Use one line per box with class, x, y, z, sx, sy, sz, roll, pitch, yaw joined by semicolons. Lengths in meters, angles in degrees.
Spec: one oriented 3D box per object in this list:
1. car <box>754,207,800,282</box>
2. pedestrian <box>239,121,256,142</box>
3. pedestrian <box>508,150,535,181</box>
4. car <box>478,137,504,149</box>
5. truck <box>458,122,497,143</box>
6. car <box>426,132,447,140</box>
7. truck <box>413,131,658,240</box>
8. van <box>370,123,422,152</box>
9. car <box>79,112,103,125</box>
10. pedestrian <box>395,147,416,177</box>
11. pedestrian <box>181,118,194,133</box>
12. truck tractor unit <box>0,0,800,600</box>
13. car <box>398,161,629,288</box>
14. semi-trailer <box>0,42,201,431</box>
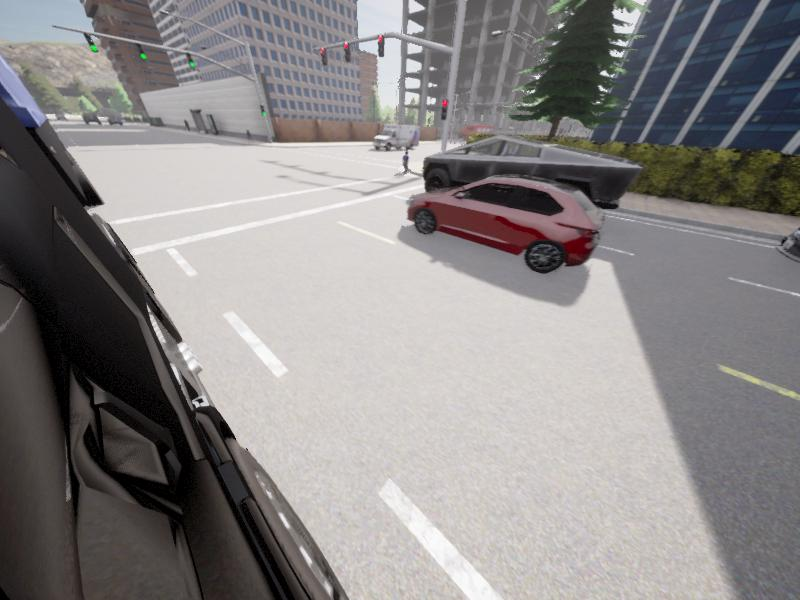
car;10.272;-0.470;3.735;4.674;1.442;1.812;28;44;30
pedestrian;-16.947;-18.715;25.707;0.751;1.860;0.751;27;43;28
pedestrian;6.341;-7.047;12.090;0.751;1.300;0.751;27;43;29
car;15.045;-26.015;38.175;2.007;1.525;4.514;29;44;31
truck;19.612;-43.013;59.239;8.468;3.827;2.891;28;44;30
car;9.354;-42.065;59.237;4.974;1.542;2.038;28;44;30
truck;3.745;-4.228;7.788;6.274;2.098;2.390;28;44;30
van;-0.323;-19.078;27.173;2.351;2.431;6.366;28;44;30
car;-67.243;-39.407;50.246;5.566;2.045;2.150;28;44;30
pedestrian;0.283;-7.599;12.725;0.751;1.300;0.751;28;44;30
pedestrian;-33.333;-27.389;36.236;0.751;1.860;0.751;31;45;32
truck tractor unit;-2.645;-0.295;0.351;6.516;4.208;3.053;28;44;30
car;2.172;-2.071;5.328;4.193;1.474;1.816;28;44;30
semi-trailer;-8.698;-3.594;4.244;14.254;4.402;2.717;28;44;30
